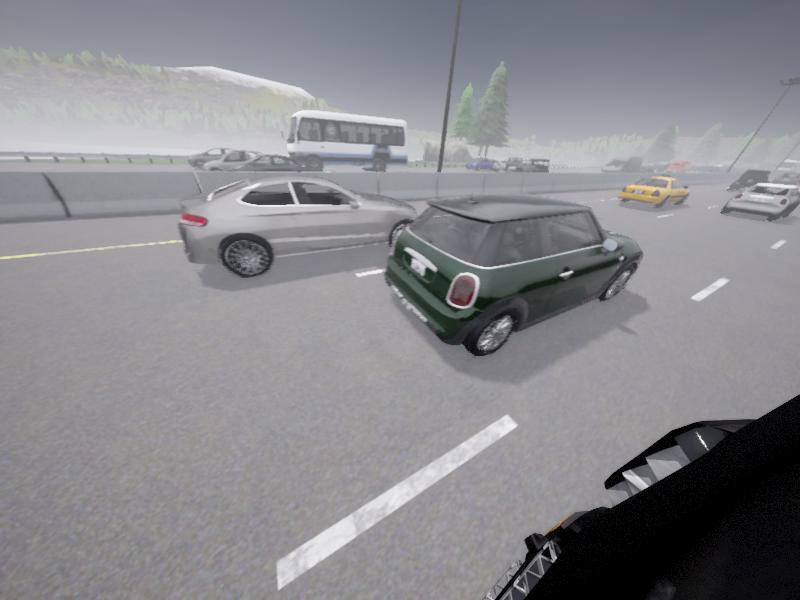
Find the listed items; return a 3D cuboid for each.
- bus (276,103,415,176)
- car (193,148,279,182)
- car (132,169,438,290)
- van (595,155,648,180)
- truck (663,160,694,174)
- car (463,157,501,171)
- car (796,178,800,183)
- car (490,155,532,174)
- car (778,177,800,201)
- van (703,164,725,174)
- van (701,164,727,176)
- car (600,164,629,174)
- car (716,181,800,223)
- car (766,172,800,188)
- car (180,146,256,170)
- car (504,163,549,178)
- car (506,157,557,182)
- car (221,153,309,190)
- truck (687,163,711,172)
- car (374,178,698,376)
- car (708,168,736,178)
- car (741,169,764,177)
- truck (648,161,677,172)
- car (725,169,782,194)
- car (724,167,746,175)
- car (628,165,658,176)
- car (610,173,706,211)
[{"bbox_3d":[-4.312,-13.329,19.935,10.273,4.253,3.944,-15,37,-25],"label":"bus"},{"bbox_3d":[-10.182,-8.594,14.706,3.988,1.617,1.851,-15,37,-25],"label":"car"},{"bbox_3d":[-1.913,-1.982,5.357,5.027,1.651,2.152,-15,37,-25],"label":"car"},{"bbox_3d":[28.041,-16.767,29.270,5.915,2.561,1.988,-15,37,-25],"label":"van"},{"bbox_3d":[63.670,-30.427,52.832,5.204,2.467,2.627,-15,37,-25],"label":"truck"},{"bbox_3d":[11.166,-18.521,31.494,4.514,1.525,2.007,-15,37,-25],"label":"car"},{"bbox_3d":[73.630,-21.719,41.211,4.856,1.649,2.033,-15,37,-25],"label":"car"},{"bbox_3d":[14.173,-17.256,29.504,4.605,1.855,1.932,-14,37,-25],"label":"car"},{"bbox_3d":[33.814,-9.111,19.003,3.988,1.617,1.851,-15,37,-25],"label":"car"},{"bbox_3d":[86.954,-36.327,64.010,4.480,2.038,2.069,-15,37,-25],"label":"van"},{"bbox_3d":[72.467,-30.012,53.305,4.480,2.038,2.069,-15,37,-25],"label":"van"},{"bbox_3d":[38.126,-23.273,41.042,4.718,1.301,1.895,-15,37,-25],"label":"car"},{"bbox_3d":[19.107,-5.219,12.061,3.806,1.475,1.970,-15,37,-25],"label":"car"},{"bbox_3d":[52.480,-16.206,31.164,4.611,1.667,2.242,-15,37,-25],"label":"car"},{"bbox_3d":[-14.773,-11.747,19.180,4.514,1.525,2.007,-15,37,-25],"label":"car"},{"bbox_3d":[14.503,-14.910,26.510,4.718,1.301,1.895,-15,37,-25],"label":"car"},{"bbox_3d":[12.530,-12.446,22.086,3.866,1.878,1.905,-15,37,-25],"label":"car"},{"bbox_3d":[-7.292,-7.131,12.772,3.705,1.549,1.789,-15,37,-25],"label":"car"},{"bbox_3d":[87.630,-38.726,67.629,6.274,2.098,2.390,-15,37,-25],"label":"truck"},{"bbox_3d":[2.096,-0.906,3.893,4.553,1.767,2.097,-15,37,-25],"label":"car"},{"bbox_3d":[66.964,-26.476,48.056,4.902,1.511,2.128,-15,37,-25],"label":"car"},{"bbox_3d":[90.276,-32.564,59.122,4.902,1.511,2.128,-15,37,-25],"label":"car"},{"bbox_3d":[64.432,-32.668,56.616,6.274,2.098,2.390,-15,37,-25],"label":"truck"},{"bbox_3d":[34.481,-11.596,22.556,3.866,1.878,1.905,-15,37,-25],"label":"car"},{"bbox_3d":[90.935,-34.991,62.711,4.974,1.542,2.038,-15,37,-25],"label":"car"},{"bbox_3d":[41.076,-21.922,39.072,4.193,1.474,1.816,-15,37,-25],"label":"car"},{"bbox_3d":[14.971,-6.374,13.383,5.366,1.575,1.801,-15,37,-25],"label":"car"}]
